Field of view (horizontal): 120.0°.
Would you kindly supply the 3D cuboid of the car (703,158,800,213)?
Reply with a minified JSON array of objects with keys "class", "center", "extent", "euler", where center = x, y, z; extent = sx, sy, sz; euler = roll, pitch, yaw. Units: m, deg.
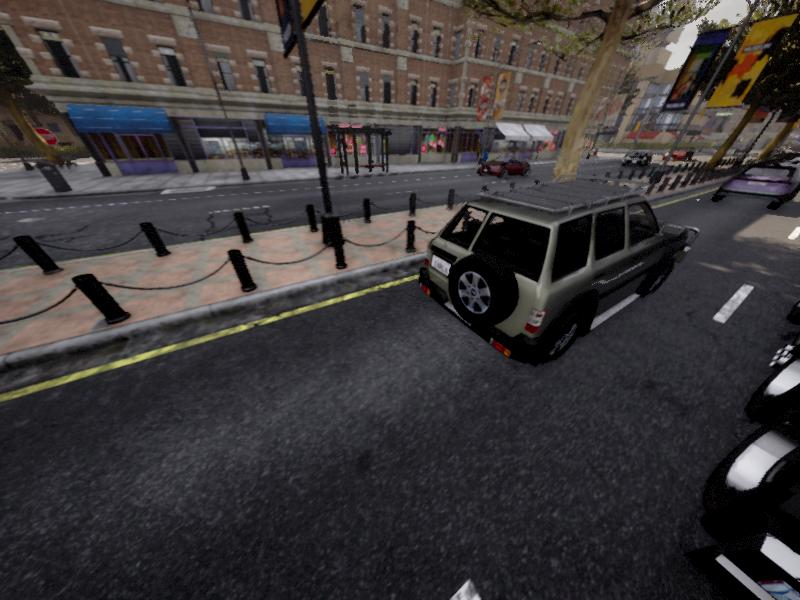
[{"class":"car","center":[16.377,-5.284,10.331],"extent":[4.856,1.649,2.033],"euler":[-18,39,-25]}]

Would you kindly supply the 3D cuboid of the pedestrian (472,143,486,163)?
[{"class":"pedestrian","center":[8.820,-16.467,25.843],"extent":[0.751,1.860,0.751],"euler":[-14,37,-20]}]

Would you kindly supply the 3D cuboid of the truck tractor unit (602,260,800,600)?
[{"class":"truck tractor unit","center":[5.105,-0.306,0.791],"extent":[6.516,4.208,3.053],"euler":[-18,39,-24]}]

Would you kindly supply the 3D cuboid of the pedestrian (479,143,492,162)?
[{"class":"pedestrian","center":[9.931,-17.115,26.785],"extent":[0.751,1.860,0.751],"euler":[-12,37,-17]}]

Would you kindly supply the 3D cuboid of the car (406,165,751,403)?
[{"class":"car","center":[2.565,-0.817,3.567],"extent":[4.605,1.855,1.932],"euler":[-19,39,-25]}]

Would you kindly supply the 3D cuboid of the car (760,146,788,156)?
[{"class":"car","center":[75.316,-30.082,46.520],"extent":[5.238,1.638,1.930],"euler":[-18,39,-25]}]

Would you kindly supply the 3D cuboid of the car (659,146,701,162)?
[{"class":"car","center":[39.166,-20.451,32.319],"extent":[4.611,1.667,2.242],"euler":[-18,39,-25]}]

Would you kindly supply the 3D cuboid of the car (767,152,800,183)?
[{"class":"car","center":[28.859,-9.419,16.380],"extent":[5.238,1.638,1.930],"euler":[-18,39,-25]}]

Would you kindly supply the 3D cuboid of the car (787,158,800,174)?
[{"class":"car","center":[36.756,-11.961,20.251],"extent":[3.806,1.475,1.970],"euler":[-17,38,-23]}]

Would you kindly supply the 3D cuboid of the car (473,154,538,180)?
[{"class":"car","center":[7.841,-9.964,17.218],"extent":[4.181,1.385,1.994],"euler":[-18,39,-25]}]

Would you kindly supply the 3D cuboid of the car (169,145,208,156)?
[{"class":"car","center":[-33.445,-23.769,36.717],"extent":[4.181,1.385,1.994],"euler":[-17,38,-23]}]

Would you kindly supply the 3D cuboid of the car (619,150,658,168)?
[{"class":"car","center":[25.498,-15.102,24.671],"extent":[3.806,1.475,1.970],"euler":[-26,43,-33]}]

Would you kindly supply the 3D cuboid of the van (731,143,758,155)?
[{"class":"van","center":[71.494,-31.275,47.901],"extent":[4.442,1.987,1.775],"euler":[-18,39,-25]}]
